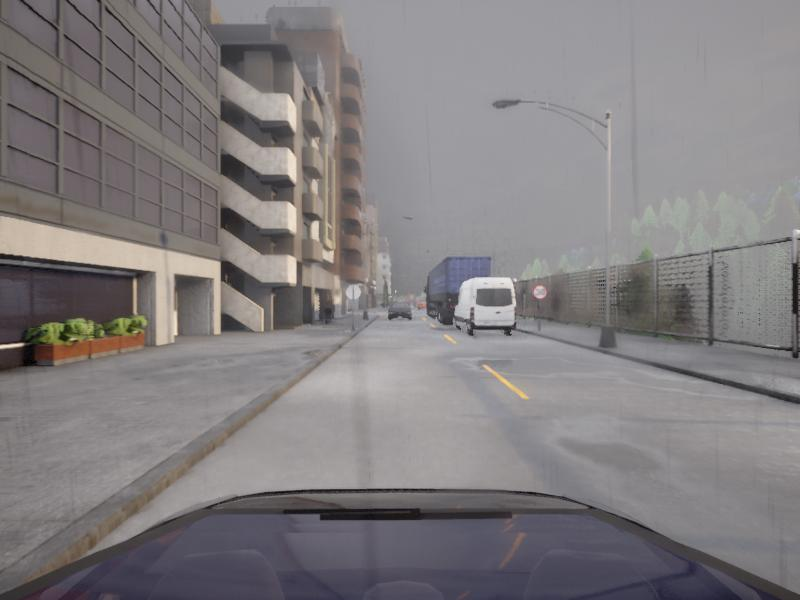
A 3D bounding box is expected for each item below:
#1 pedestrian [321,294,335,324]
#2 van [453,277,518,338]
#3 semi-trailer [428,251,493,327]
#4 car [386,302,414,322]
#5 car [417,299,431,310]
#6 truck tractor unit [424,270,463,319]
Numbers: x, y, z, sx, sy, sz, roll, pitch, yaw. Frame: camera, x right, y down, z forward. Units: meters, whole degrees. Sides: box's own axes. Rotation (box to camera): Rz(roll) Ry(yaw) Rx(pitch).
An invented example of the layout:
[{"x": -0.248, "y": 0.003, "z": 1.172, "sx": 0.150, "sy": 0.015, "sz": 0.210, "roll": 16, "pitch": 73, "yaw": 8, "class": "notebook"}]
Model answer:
[{"x": -4.460, "y": 0.542, "z": 24.790, "sx": 0.751, "sy": 1.860, "sz": 0.751, "roll": 0, "pitch": 0, "yaw": -3, "class": "pedestrian"}, {"x": 4.004, "y": 0.330, "z": 19.829, "sx": 1.988, "sy": 2.561, "sz": 5.915, "roll": 0, "pitch": 0, "yaw": 0, "class": "van"}, {"x": 4.003, "y": -0.607, "z": 30.220, "sx": 2.717, "sy": 4.402, "sz": 14.254, "roll": 0, "pitch": 0, "yaw": 0, "class": "semi-trailer"}, {"x": 0.029, "y": 0.906, "z": 32.241, "sx": 2.033, "sy": 1.411, "sz": 5.357, "roll": 0, "pitch": 0, "yaw": 1, "class": "car"}, {"x": 4.004, "y": 0.717, "z": 67.519, "sx": 2.097, "sy": 1.767, "sz": 4.553, "roll": 0, "pitch": 0, "yaw": 0, "class": "car"}, {"x": 4.003, "y": -0.509, "z": 38.135, "sx": 3.053, "sy": 4.208, "sz": 6.516, "roll": 0, "pitch": 0, "yaw": 0, "class": "truck tractor unit"}]
